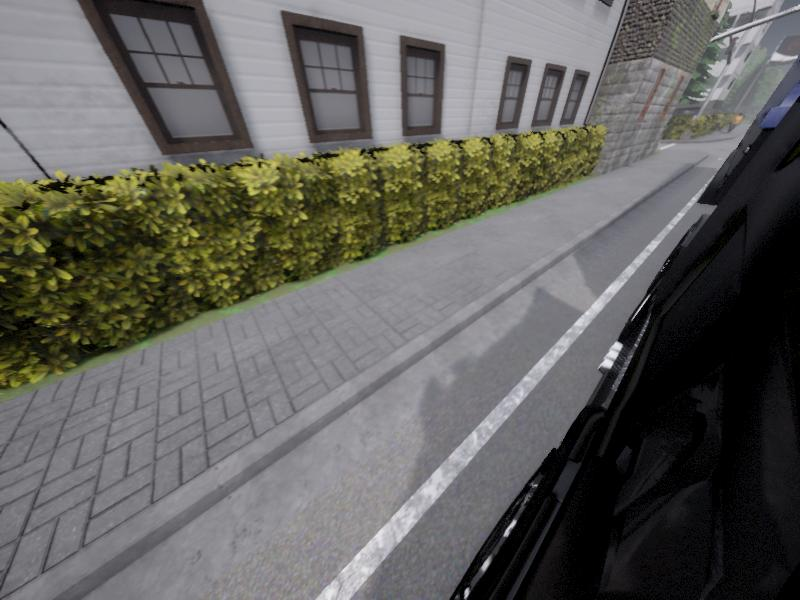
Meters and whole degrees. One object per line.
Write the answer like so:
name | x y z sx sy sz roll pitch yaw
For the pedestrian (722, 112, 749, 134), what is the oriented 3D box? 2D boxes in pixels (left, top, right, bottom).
pedestrian | 35.404 -18.654 24.384 0.751 1.860 0.751 26 45 32

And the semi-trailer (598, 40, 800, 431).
semi-trailer | 8.701 -3.608 4.219 14.254 4.402 2.717 -28 44 -30

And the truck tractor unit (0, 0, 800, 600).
truck tractor unit | 2.645 -0.295 0.352 6.516 4.208 3.053 -28 44 -30
